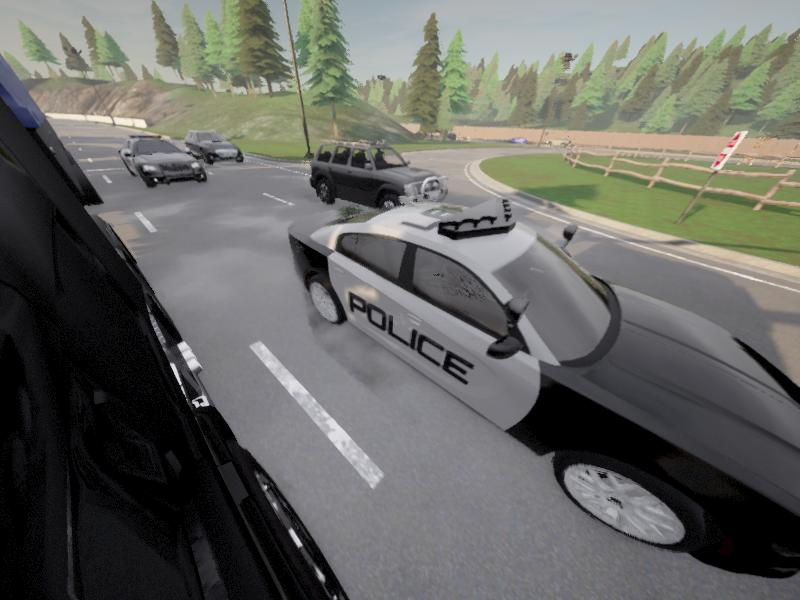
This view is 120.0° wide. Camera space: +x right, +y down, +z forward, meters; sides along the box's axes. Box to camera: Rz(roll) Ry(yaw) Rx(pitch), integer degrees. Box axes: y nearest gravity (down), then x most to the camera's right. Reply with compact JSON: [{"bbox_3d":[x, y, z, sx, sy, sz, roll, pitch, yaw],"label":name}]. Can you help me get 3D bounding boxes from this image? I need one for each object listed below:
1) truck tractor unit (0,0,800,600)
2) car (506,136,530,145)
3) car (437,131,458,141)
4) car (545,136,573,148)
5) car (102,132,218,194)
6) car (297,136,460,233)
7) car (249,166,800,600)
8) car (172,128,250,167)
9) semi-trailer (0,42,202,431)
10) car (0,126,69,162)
[{"bbox_3d":[-2.645,-0.295,0.351,6.516,4.208,3.053,28,44,30],"label":"truck tractor unit"},{"bbox_3d":[28.300,-38.417,55.615,4.514,1.525,2.007,28,44,30],"label":"car"},{"bbox_3d":[12.019,-41.772,58.716,4.605,1.855,1.932,29,44,29],"label":"car"},{"bbox_3d":[35.086,-34.987,51.108,4.605,1.855,1.932,28,44,30],"label":"car"},{"bbox_3d":[-9.951,-5.831,9.540,4.974,1.542,2.038,28,44,30],"label":"car"},{"bbox_3d":[-0.842,-3.837,7.166,4.605,1.855,1.932,28,43,30],"label":"car"},{"bbox_3d":[0.819,-0.120,2.499,5.238,1.638,1.930,28,44,30],"label":"car"},{"bbox_3d":[-11.729,-9.557,14.333,4.856,1.649,2.033,28,43,30],"label":"car"},{"bbox_3d":[-8.698,-3.604,4.231,14.254,4.402,2.717,28,44,30],"label":"semi-trailer"},{"bbox_3d":[-21.048,-8.990,13.195,4.181,1.385,1.994,29,44,31],"label":"car"}]
